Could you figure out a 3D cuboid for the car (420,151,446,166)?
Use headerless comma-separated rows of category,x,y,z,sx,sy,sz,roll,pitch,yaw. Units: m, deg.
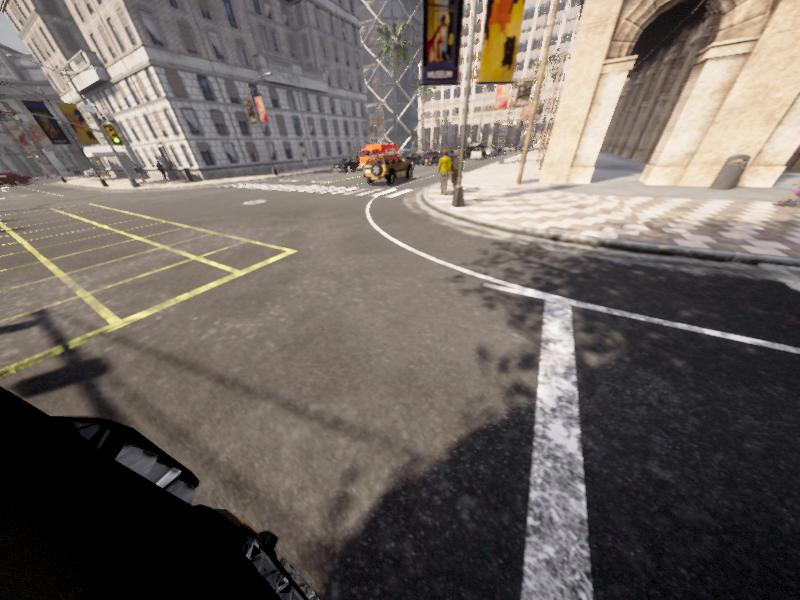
car,4.307,-18.472,30.094,1.816,1.474,4.193,16,38,26

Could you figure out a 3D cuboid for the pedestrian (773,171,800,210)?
pedestrian,11.511,-3.199,6.541,0.500,1.100,0.500,25,43,35

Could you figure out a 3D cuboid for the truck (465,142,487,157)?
truck,14.793,-29.139,44.746,2.390,2.098,6.274,16,38,26

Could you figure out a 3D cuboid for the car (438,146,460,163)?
car,7.285,-21.599,34.186,1.905,1.878,3.866,16,38,26

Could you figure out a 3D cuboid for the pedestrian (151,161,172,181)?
pedestrian,-26.778,-14.533,25.991,0.751,1.860,0.751,17,39,28

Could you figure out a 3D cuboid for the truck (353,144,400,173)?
truck,-2.468,-16.022,26.047,2.627,2.467,5.204,15,38,25

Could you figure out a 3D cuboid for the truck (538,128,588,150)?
truck,38.032,-37.755,54.285,8.468,3.827,2.891,8,35,17

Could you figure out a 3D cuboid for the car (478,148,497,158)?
car,15.053,-25.166,39.471,1.895,1.301,4.718,16,38,26

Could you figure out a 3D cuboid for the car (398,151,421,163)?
car,1.569,-23.435,37.881,1.994,1.385,4.181,16,38,26

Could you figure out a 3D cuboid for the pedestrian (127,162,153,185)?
pedestrian,-25.353,-12.333,22.565,0.751,1.860,0.751,10,36,19

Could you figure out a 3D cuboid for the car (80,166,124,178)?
car,-54.784,-23.610,42.600,1.812,1.442,4.674,16,38,26

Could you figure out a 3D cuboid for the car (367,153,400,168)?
car,-2.182,-19.739,32.595,2.033,1.411,5.357,16,38,26

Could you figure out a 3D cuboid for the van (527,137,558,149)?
van,38.002,-41.893,61.779,6.366,2.431,2.351,16,38,26

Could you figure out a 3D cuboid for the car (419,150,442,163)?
car,4.846,-22.809,36.675,1.994,1.385,4.181,17,38,27

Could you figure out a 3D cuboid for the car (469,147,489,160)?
car,12.031,-22.283,35.160,1.845,1.501,3.633,16,38,26

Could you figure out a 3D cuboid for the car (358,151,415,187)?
car,-0.760,-9.608,16.791,1.932,1.855,4.605,14,37,24

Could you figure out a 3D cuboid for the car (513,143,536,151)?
car,32.440,-40.072,60.352,4.792,1.488,2.163,2,34,7

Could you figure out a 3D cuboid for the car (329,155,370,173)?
car,-5.818,-16.117,27.343,1.837,1.490,4.892,16,38,26

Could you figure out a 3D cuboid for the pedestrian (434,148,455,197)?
pedestrian,2.001,-5.728,10.424,0.751,1.860,0.751,6,35,14

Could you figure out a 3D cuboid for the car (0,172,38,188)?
car,-54.766,-17.011,32.580,1.882,1.535,5.008,-20,37,-24

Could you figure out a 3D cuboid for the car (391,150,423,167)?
car,1.062,-19.202,31.303,1.930,1.638,5.238,16,38,26

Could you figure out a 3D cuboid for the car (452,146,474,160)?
car,10.684,-24.888,39.090,1.930,1.638,5.238,16,38,26

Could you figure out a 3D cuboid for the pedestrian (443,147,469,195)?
pedestrian,2.560,-5.943,10.704,0.751,1.860,0.751,22,41,32

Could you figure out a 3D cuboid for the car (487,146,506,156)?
car,18.684,-28.818,44.588,2.033,1.411,5.357,16,38,27
